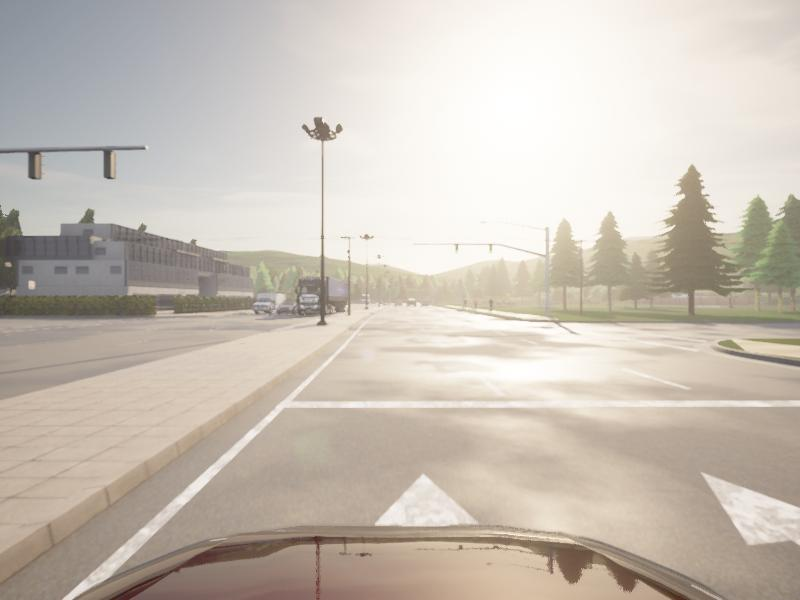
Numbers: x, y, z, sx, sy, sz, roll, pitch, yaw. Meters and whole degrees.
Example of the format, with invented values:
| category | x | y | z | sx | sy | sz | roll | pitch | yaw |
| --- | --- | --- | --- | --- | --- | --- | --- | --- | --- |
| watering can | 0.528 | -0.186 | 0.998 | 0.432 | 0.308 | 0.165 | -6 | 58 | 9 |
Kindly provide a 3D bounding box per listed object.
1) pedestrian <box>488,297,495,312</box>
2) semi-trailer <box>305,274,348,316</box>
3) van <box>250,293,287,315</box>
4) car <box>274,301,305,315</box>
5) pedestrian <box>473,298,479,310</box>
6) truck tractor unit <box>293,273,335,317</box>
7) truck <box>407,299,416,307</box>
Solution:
| category | x | y | z | sx | sy | sz | roll | pitch | yaw |
| --- | --- | --- | --- | --- | --- | --- | --- | --- | --- |
| pedestrian | 11.728 | 0.565 | 51.373 | 0.751 | 1.860 | 0.751 | 0 | 0 | 2 |
| semi-trailer | -8.794 | -0.540 | 49.867 | 2.717 | 4.402 | 14.254 | 0 | 0 | 0 |
| van | -15.808 | 0.455 | 48.486 | 2.351 | 2.431 | 6.366 | 0 | 0 | 0 |
| car | -12.333 | 0.907 | 44.944 | 2.038 | 1.542 | 4.974 | 0 | -1 | 1 |
| pedestrian | 11.959 | 0.584 | 63.136 | 0.751 | 1.860 | 0.751 | 0 | 0 | 2 |
| truck tractor unit | -8.836 | -0.457 | 41.953 | 3.053 | 4.208 | 6.516 | 0 | 0 | 0 |
| truck | 3.060 | 0.709 | 106.311 | 2.390 | 2.098 | 6.274 | 0 | 0 | 0 |
